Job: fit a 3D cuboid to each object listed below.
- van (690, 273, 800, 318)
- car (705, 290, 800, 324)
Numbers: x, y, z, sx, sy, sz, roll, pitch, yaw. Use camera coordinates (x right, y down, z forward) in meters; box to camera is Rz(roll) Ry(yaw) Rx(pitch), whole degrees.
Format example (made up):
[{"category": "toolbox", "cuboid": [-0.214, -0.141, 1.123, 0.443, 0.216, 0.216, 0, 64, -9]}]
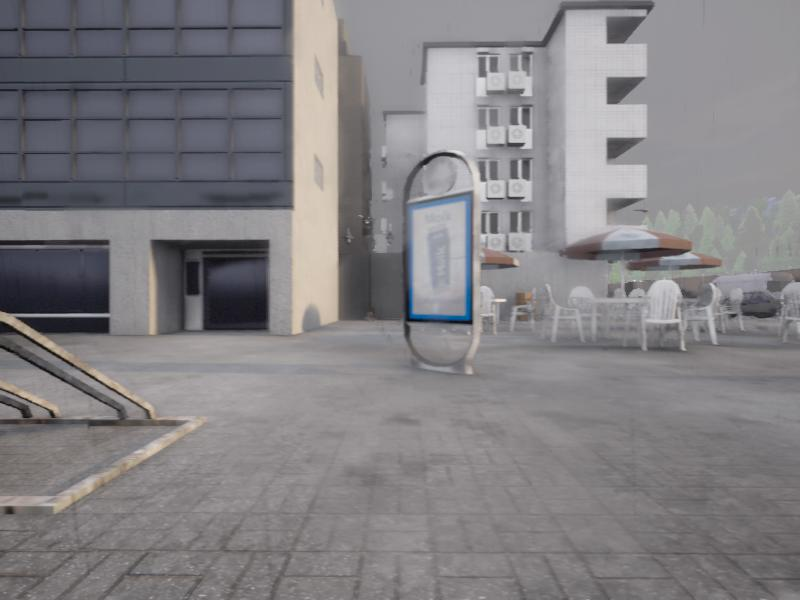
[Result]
[{"category": "van", "cuboid": [21.675, -0.282, 25.620, 1.988, 2.561, 5.915, 0, 0, 1]}, {"category": "car", "cuboid": [17.591, 0.290, 19.085, 2.033, 1.411, 5.357, 0, 0, 1]}]
